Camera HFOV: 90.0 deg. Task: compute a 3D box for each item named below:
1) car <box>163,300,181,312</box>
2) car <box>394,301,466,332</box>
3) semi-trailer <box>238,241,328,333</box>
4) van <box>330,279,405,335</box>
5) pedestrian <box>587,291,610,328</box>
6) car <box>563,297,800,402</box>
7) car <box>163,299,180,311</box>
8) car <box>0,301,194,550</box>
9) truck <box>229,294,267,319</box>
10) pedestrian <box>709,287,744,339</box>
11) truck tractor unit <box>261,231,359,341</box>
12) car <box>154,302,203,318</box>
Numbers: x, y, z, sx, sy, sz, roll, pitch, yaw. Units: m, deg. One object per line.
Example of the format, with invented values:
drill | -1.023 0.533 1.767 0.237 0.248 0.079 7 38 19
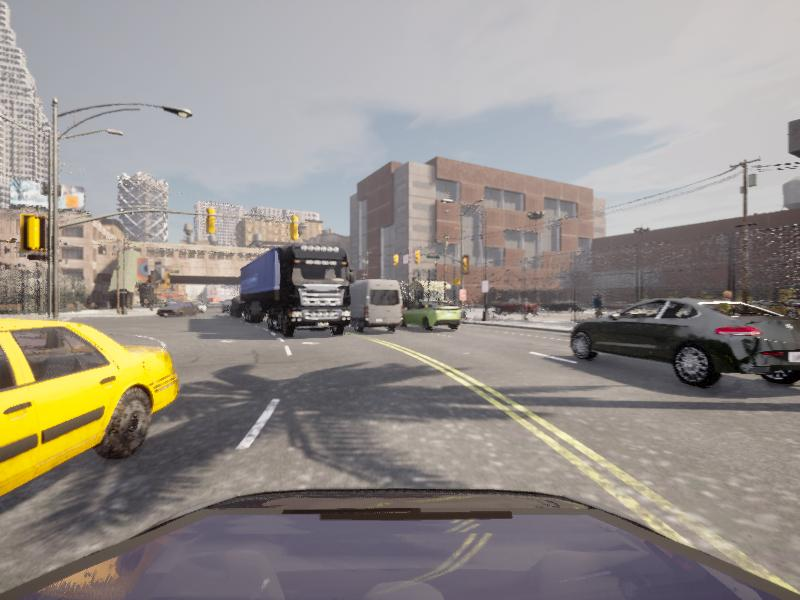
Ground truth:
car | -31.535 0.825 55.412 2.097 1.535 5.008 0 0 -29
car | 1.533 0.820 22.079 2.007 1.525 4.514 0 0 -25
semi-trailer | -8.211 -0.621 25.939 2.717 4.402 14.254 0 0 -28
van | -1.966 0.317 21.435 1.988 2.561 5.915 0 0 -26
pedestrian | 10.347 0.471 20.871 0.751 1.860 0.751 0 0 -29
car | 6.086 0.774 8.980 2.152 1.651 5.027 0 0 -10
car | -34.730 0.699 60.988 2.185 1.767 4.553 0 0 -29
car | -3.454 0.802 2.641 1.801 1.575 5.366 0 0 -5
truck | -14.041 0.539 36.675 2.390 2.098 6.274 0 0 -29
pedestrian | 12.180 0.472 14.931 0.751 1.860 0.751 0 0 -24
truck tractor unit | -4.533 -0.525 18.933 3.053 4.208 6.516 0 0 -26
car | -21.162 0.895 38.455 2.033 1.411 5.357 0 0 -4
